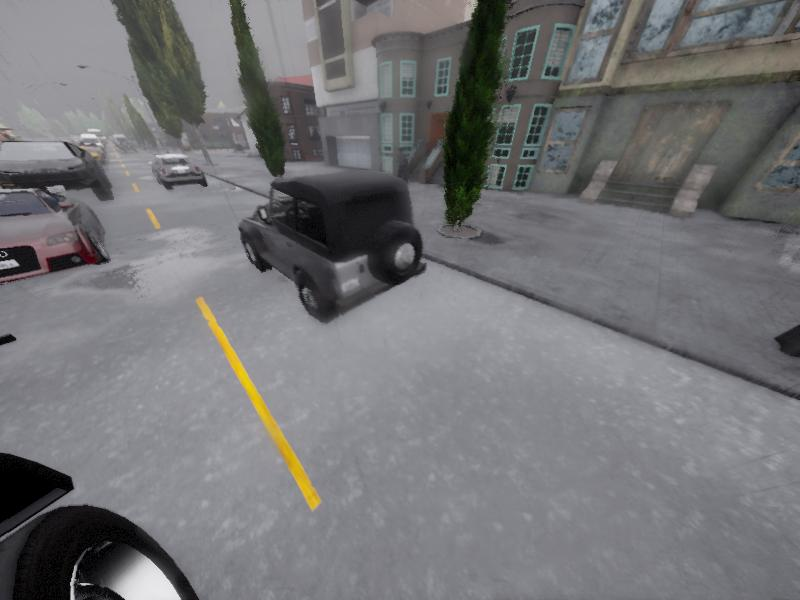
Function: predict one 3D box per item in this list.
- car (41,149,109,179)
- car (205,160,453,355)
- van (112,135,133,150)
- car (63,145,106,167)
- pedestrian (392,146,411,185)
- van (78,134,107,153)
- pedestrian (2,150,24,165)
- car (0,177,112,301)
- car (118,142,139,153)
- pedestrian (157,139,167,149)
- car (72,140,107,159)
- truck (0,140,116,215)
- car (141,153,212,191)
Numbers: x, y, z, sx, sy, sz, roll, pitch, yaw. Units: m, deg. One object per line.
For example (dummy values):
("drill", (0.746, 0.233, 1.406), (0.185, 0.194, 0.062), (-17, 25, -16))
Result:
("car", (-22.765, -9.788, 16.425), (4.902, 1.511, 2.128), (29, 44, 35))
("car", (-1.368, -1.228, 4.070), (3.866, 1.878, 1.905), (29, 44, 34))
("van", (-61.550, -34.987, 51.196), (5.915, 2.561, 1.988), (29, 44, 35))
("car", (-30.435, -14.086, 22.441), (5.366, 1.575, 1.801), (29, 44, 35))
("pedestrian", (0.091, -7.768, 13.318), (0.751, 1.860, 0.751), (25, 42, 31))
("van", (-53.207, -27.166, 40.064), (5.915, 2.561, 1.988), (29, 44, 35))
("pedestrian", (-34.738, -12.827, 20.769), (0.500, 1.100, 0.500), (28, 43, 33))
("car", (-8.014, -1.523, 4.864), (4.181, 1.385, 1.994), (29, 44, 35))
("car", (-48.601, -27.361, 41.293), (3.705, 1.549, 1.789), (29, 44, 35))
("pedestrian", (-51.200, -33.615, 49.769), (0.751, 1.860, 0.751), (30, 44, 35))
("car", (-39.826, -19.430, 29.743), (4.605, 1.855, 1.932), (29, 44, 35))
("truck", (-14.774, -5.585, 9.974), (6.274, 2.098, 2.390), (29, 44, 35))
("car", (-12.610, -7.301, 13.014), (3.806, 1.475, 1.970), (29, 44, 34))
